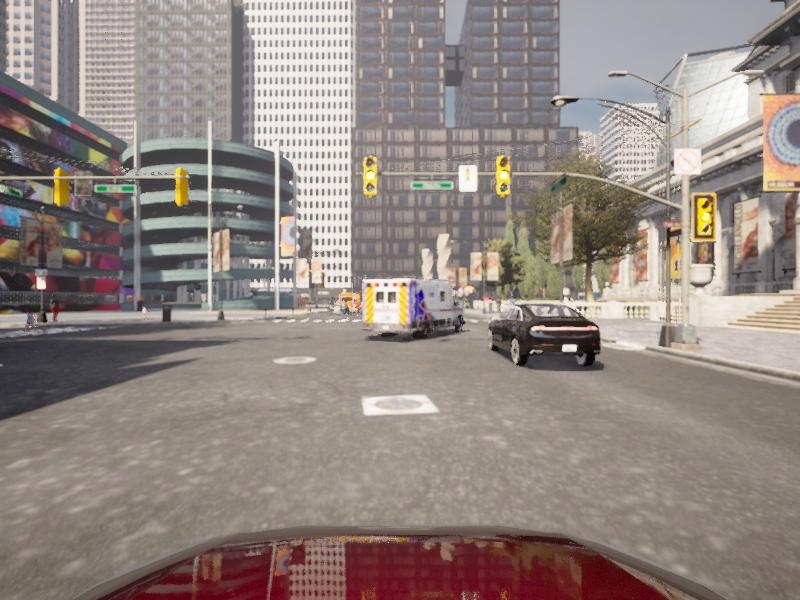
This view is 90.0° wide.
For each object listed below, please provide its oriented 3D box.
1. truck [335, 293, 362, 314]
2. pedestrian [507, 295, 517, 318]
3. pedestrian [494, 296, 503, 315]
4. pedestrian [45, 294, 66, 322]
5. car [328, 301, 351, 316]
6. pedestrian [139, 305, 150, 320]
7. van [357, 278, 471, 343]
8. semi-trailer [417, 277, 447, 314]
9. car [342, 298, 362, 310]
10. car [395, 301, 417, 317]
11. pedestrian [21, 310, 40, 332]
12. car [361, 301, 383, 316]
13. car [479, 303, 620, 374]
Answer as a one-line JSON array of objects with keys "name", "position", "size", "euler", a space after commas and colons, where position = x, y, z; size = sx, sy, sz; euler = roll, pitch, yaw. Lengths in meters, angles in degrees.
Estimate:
[{"name": "truck", "position": [-6.321, 0.408, 49.441], "size": [2.627, 2.467, 5.204], "euler": [0, 0, 0]}, {"name": "pedestrian", "position": [9.157, 0.522, 32.757], "size": [0.751, 1.860, 0.751], "euler": [0, 0, 17]}, {"name": "pedestrian", "position": [9.944, 0.530, 40.228], "size": [0.751, 1.860, 0.751], "euler": [0, 0, 4]}, {"name": "pedestrian", "position": [-22.827, 0.515, 26.514], "size": [0.751, 1.860, 0.751], "euler": [0, 0, 12]}, {"name": "car", "position": [-6.375, 0.862, 42.411], "size": [1.789, 1.549, 3.705], "euler": [0, 0, 0]}, {"name": "pedestrian", "position": [-18.824, 0.899, 29.493], "size": [0.500, 1.100, 0.500], "euler": [0, 0, 5]}, {"name": "van", "position": [0.953, 0.398, 18.353], "size": [2.351, 2.431, 6.366], "euler": [0, 0, 32]}, {"name": "semi-trailer", "position": [4.097, -0.562, 54.452], "size": [2.717, 4.402, 14.254], "euler": [0, 0, -1]}, {"name": "car", "position": [-8.123, 0.641, 67.410], "size": [2.150, 2.045, 5.566], "euler": [0, 0, -20]}, {"name": "car", "position": [0.614, 0.896, 40.438], "size": [2.163, 1.488, 4.792], "euler": [0, 0, 1]}, {"name": "pedestrian", "position": [-18.491, 1.040, 20.041], "size": [0.500, 1.100, 0.500], "euler": [0, 0, 2]}, {"name": "car", "position": [-2.868, 0.876, 42.198], "size": [2.007, 1.525, 4.514], "euler": [0, 0, 1]}, {"name": "car", "position": [3.710, 0.847, 11.110], "size": [2.128, 1.511, 4.902], "euler": [0, 0, 1]}]
